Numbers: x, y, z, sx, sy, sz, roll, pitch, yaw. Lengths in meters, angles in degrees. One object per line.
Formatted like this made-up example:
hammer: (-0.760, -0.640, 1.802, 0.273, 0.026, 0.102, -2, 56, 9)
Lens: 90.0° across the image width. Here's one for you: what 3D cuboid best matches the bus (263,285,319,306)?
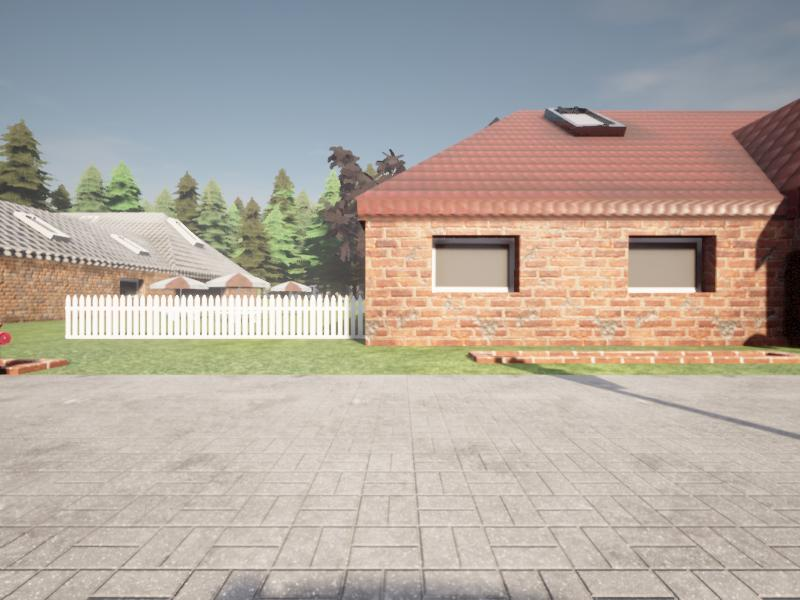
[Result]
bus: (-21.796, -0.919, 80.749, 10.273, 4.253, 3.944, 0, 0, 0)
